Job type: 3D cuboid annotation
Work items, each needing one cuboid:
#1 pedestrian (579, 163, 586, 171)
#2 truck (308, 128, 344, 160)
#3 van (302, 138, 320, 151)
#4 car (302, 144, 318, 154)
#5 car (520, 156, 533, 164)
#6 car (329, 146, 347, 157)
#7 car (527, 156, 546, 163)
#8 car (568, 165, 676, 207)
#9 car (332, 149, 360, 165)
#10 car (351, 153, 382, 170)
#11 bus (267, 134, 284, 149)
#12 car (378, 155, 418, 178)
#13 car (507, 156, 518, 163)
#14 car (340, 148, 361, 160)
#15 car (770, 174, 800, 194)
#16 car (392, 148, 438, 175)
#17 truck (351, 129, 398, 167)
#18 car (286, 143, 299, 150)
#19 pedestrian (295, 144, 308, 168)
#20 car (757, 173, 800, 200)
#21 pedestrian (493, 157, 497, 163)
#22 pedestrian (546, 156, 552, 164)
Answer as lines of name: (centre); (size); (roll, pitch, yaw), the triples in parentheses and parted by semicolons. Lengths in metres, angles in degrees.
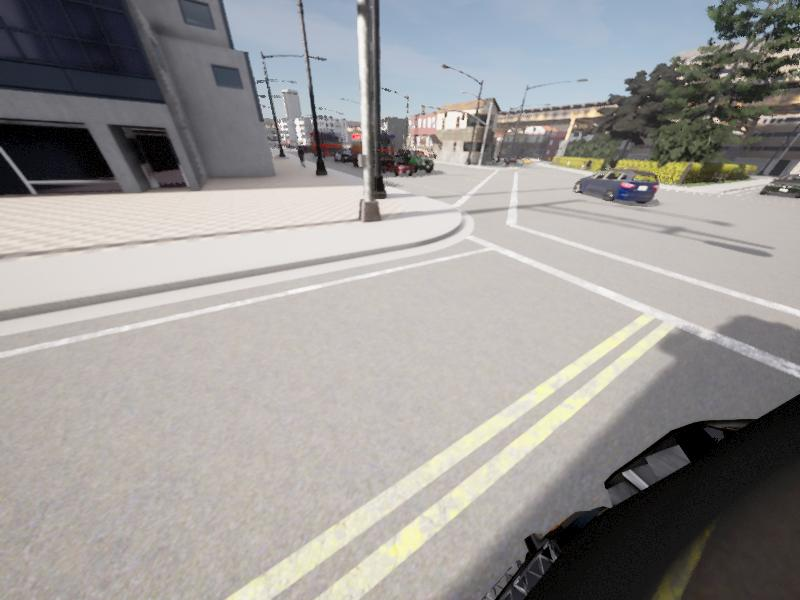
pedestrian: (31.210, -22.777, 39.477); (0.500, 1.100, 0.500); (12, 35, 14)
truck: (-11.898, -25.080, 37.079); (2.891, 3.827, 8.468); (-16, 39, -26)
van: (-22.182, -38.580, 57.331); (2.351, 2.431, 6.366); (-16, 38, -26)
car: (-17.946, -30.127, 45.985); (1.994, 1.385, 4.181); (-16, 39, -26)
car: (33.580, -37.199, 61.432); (1.801, 1.575, 5.366); (10, 34, 11)
car: (-11.463, -27.555, 42.751); (1.816, 1.474, 4.193); (-16, 39, -26)
car: (44.606, -45.904, 75.645); (5.027, 1.651, 2.152); (20, 37, 24)
car: (13.285, -7.240, 14.410); (2.242, 1.667, 4.611); (3, 33, 0)
car: (-7.417, -19.588, 31.503); (2.038, 1.542, 4.974); (-16, 39, -26)
car: (-3.904, -16.041, 26.706); (1.994, 1.385, 4.181); (-16, 38, -25)
bus: (-46.035, -58.357, 85.199); (3.944, 4.253, 10.273); (-15, 36, -25)
car: (-0.289, -12.598, 21.693); (1.816, 1.474, 4.193); (-16, 38, -26)
car: (30.283, -37.911, 62.377); (1.970, 1.475, 3.806); (10, 34, 11)
car: (-8.285, -24.356, 38.462); (1.812, 1.442, 4.674); (-16, 39, -26)
car: (39.676, -11.530, 22.953); (4.792, 1.488, 2.163); (-16, 38, -26)
car: (1.431, -15.029, 24.962); (2.150, 2.045, 5.566); (-16, 38, -26)
truck: (-3.760, -20.937, 31.757); (2.891, 3.827, 8.468); (-16, 39, -26)
car: (-31.168, -44.598, 67.061); (1.812, 1.442, 4.674); (-24, 41, -35)
pedestrian: (-9.403, -13.733, 22.088); (0.751, 1.860, 0.751); (-16, 38, -26)
car: (33.677, -9.876, 19.891); (5.027, 1.651, 2.152); (-16, 38, -26)
pedestrian: (21.857, -32.311, 53.278); (0.500, 1.100, 0.500); (-17, 38, -27)
pedestrian: (38.837, -36.508, 60.187); (0.751, 1.860, 0.751); (9, 34, 9)
